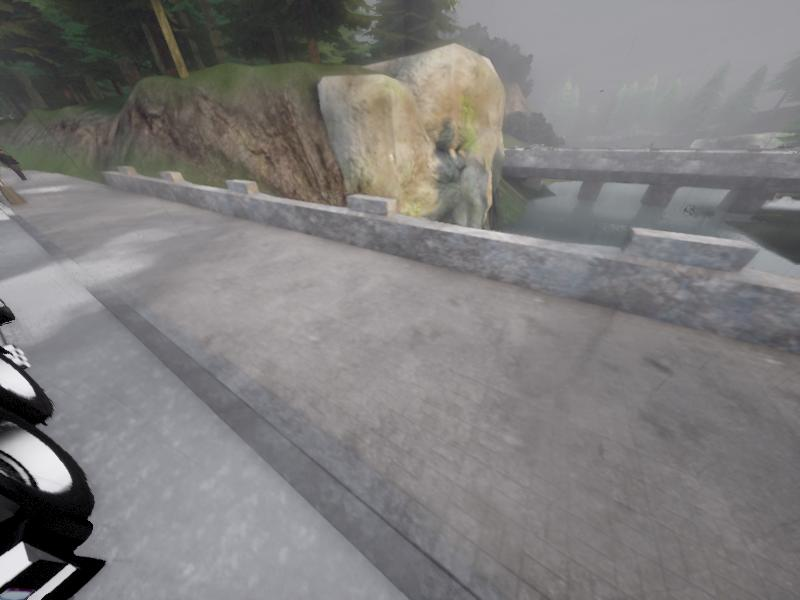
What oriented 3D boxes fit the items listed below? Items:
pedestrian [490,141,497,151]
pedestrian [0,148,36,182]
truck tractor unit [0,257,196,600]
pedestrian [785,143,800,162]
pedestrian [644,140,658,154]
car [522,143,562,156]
[{"bbox_3d":[19.876,-32.776,49.122,0.751,1.860,0.751,20,40,27],"label":"pedestrian"},{"bbox_3d":[-25.069,-8.732,14.950,0.751,1.860,0.751,20,40,26],"label":"pedestrian"},{"bbox_3d":[-5.103,-0.307,0.798,6.516,4.208,3.053,19,39,25],"label":"truck tractor unit"},{"bbox_3d":[42.141,-15.618,24.236,0.751,1.860,0.751,18,39,25],"label":"pedestrian"},{"bbox_3d":[41.634,-25.375,38.275,0.751,1.860,0.751,20,40,26],"label":"pedestrian"},{"bbox_3d":[23.592,-25.154,38.540,5.238,1.638,1.930,19,39,25],"label":"car"}]
